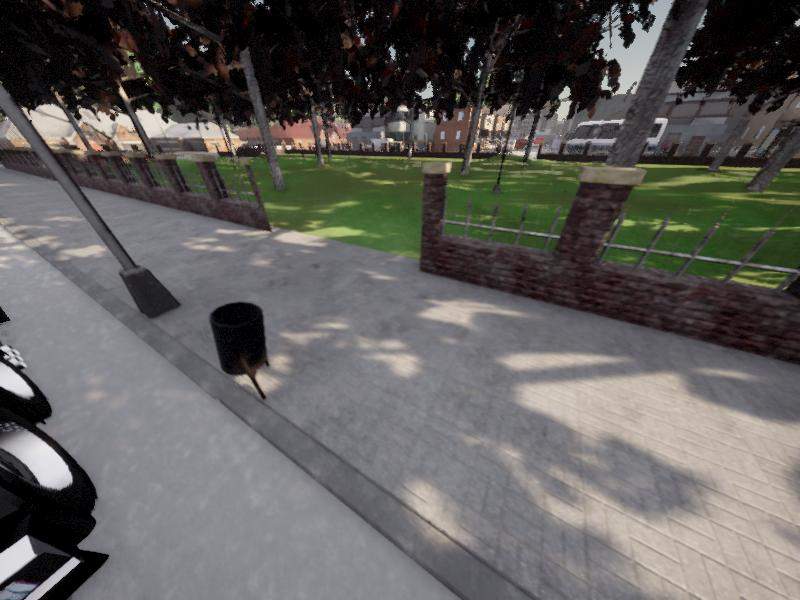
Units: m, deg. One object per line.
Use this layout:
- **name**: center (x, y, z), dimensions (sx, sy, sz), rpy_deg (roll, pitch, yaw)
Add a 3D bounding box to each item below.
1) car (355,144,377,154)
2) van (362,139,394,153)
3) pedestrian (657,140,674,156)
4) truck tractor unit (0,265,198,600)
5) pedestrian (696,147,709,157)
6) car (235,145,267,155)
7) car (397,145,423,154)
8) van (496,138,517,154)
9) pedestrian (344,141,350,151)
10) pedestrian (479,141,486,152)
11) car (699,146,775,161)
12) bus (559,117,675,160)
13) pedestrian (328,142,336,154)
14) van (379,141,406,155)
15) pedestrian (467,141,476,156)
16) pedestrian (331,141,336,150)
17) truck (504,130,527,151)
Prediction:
- **car**: center (-6.536, -29.249, 44.785), dimensions (3.633, 1.501, 1.845), rpy_deg (17, 38, 23)
- **van**: center (-4.509, -31.692, 47.491), dimensions (6.366, 2.431, 2.351), rpy_deg (17, 39, 24)
- **pedestrian**: center (37.787, -21.628, 32.871), dimensions (0.751, 1.860, 0.751), rpy_deg (16, 38, 22)
- **truck tractor unit**: center (-5.116, -0.294, 0.777), dimensions (6.516, 4.208, 3.053), rpy_deg (18, 39, 24)
- **pedestrian**: center (40.678, -19.925, 31.058), dimensions (0.500, 1.100, 0.500), rpy_deg (-2, 35, -2)
- **car**: center (-30.222, -30.606, 46.966), dimensions (1.882, 1.535, 5.008), rpy_deg (17, 39, 24)
- **car**: center (1.885, -28.970, 44.504), dimensions (4.718, 1.301, 1.895), rpy_deg (20, 40, 26)
- **van**: center (20.866, -30.248, 45.159), dimensions (2.351, 2.431, 6.366), rpy_deg (18, 39, 24)
- **pedestrian**: center (-12.700, -37.019, 55.487), dimensions (0.751, 1.860, 0.751), rpy_deg (19, 39, 25)
- **pedestrian**: center (16.851, -31.497, 47.253), dimensions (0.751, 1.860, 0.751), rpy_deg (26, 43, 33)
- **car**: center (39.525, -17.364, 27.312), dimensions (4.674, 1.442, 1.812), rpy_deg (18, 39, 24)
- **bus**: center (28.436, -21.937, 31.538), dimensions (10.273, 4.253, 3.944), rpy_deg (18, 39, 24)
- **pedestrian**: center (-12.563, -27.971, 42.496), dimensions (0.751, 1.860, 0.751), rpy_deg (18, 39, 25)
- **van**: center (-1.339, -27.743, 42.167), dimensions (4.442, 1.987, 1.775), rpy_deg (16, 38, 22)
- **pedestrian**: center (10.611, -22.486, 34.376), dimensions (0.751, 1.860, 0.751), rpy_deg (26, 42, 32)
- **pedestrian**: center (-17.671, -41.202, 61.589), dimensions (0.751, 1.860, 0.751), rpy_deg (24, 42, 31)
- **truck**: center (26.667, -36.822, 53.327), dimensions (2.891, 3.827, 8.468), rpy_deg (18, 39, 24)
